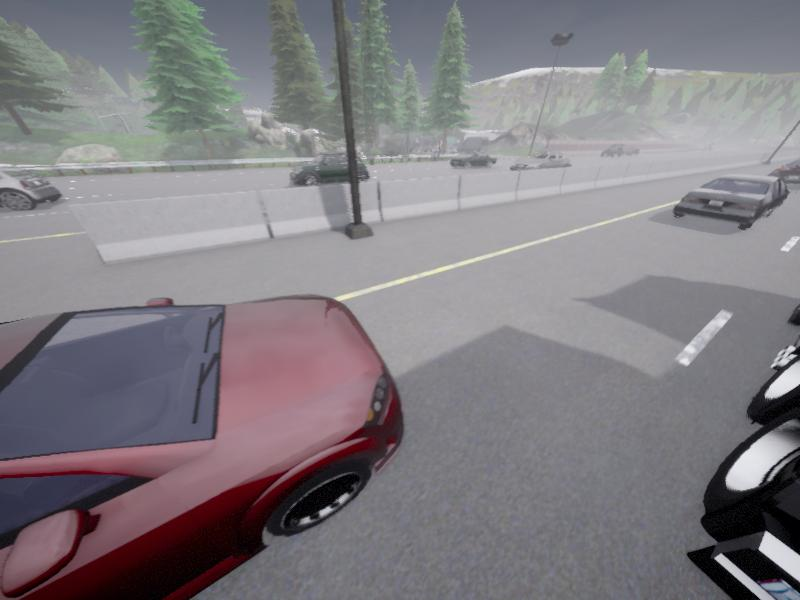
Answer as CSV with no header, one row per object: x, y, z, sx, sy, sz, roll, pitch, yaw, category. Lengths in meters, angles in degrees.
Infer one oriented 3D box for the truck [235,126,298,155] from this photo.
-22.599,-27.192,39.558,8.468,3.827,2.891,-17,39,-24,truck

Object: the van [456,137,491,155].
12.946,-27.570,41.243,1.988,2.561,5.915,-18,39,-25,van

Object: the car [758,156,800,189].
25.567,-8.147,14.650,4.974,1.542,2.038,-18,39,-24,car

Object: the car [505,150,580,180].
10.758,-10.292,17.510,5.027,1.651,2.152,-18,39,-24,car

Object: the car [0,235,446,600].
-2.060,0.896,1.508,4.181,1.385,1.994,-18,39,-24,car

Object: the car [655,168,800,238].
11.844,-3.629,8.135,5.357,1.411,2.033,-18,39,-24,car

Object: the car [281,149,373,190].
-4.170,-7.818,13.654,4.553,1.767,2.097,-18,39,-24,car

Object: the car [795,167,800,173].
38.198,-12.252,20.676,4.974,1.542,2.038,-18,39,-25,car

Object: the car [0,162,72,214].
-15.607,-3.972,8.283,3.806,1.475,1.970,-18,39,-24,car

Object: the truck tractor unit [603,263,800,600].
5.110,-0.299,0.795,6.516,4.208,3.053,-18,39,-24,truck tractor unit

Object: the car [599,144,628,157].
36.810,-25.788,39.826,3.866,1.878,1.905,-18,39,-24,car

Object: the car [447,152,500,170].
7.154,-13.601,22.521,4.718,1.301,1.895,-18,39,-24,car
